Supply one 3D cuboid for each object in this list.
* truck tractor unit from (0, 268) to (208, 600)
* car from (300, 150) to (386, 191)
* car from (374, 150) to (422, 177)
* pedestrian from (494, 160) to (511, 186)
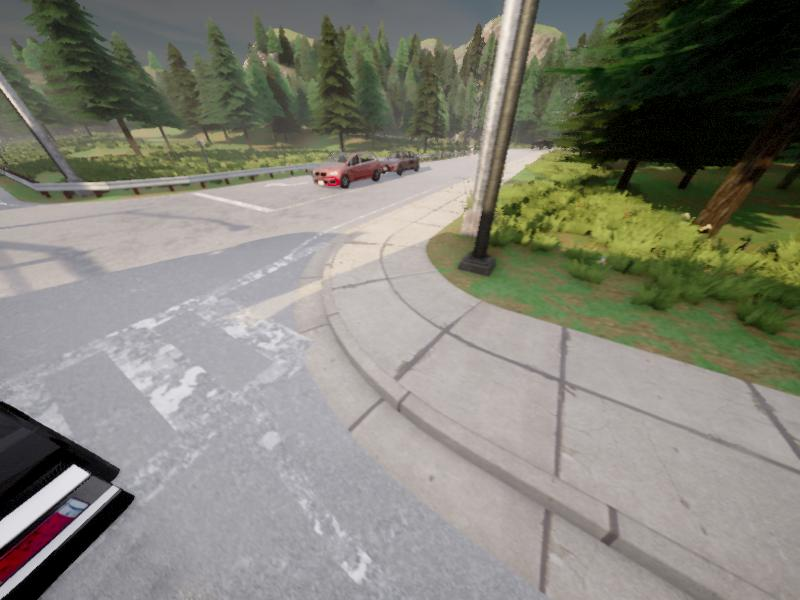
[{"bbox_3d":[-5.278,-0.085,0.487,6.516,4.208,3.053,10,36,15],"label":"truck tractor unit"},{"bbox_3d":[-3.107,-7.843,13.731,2.242,1.667,4.611,18,39,25],"label":"car"},{"bbox_3d":[-0.018,-10.795,18.087,1.816,1.474,4.193,18,39,25],"label":"car"},{"bbox_3d":[5.380,-6.675,12.154,0.500,1.100,0.500,20,40,26],"label":"pedestrian"}]
